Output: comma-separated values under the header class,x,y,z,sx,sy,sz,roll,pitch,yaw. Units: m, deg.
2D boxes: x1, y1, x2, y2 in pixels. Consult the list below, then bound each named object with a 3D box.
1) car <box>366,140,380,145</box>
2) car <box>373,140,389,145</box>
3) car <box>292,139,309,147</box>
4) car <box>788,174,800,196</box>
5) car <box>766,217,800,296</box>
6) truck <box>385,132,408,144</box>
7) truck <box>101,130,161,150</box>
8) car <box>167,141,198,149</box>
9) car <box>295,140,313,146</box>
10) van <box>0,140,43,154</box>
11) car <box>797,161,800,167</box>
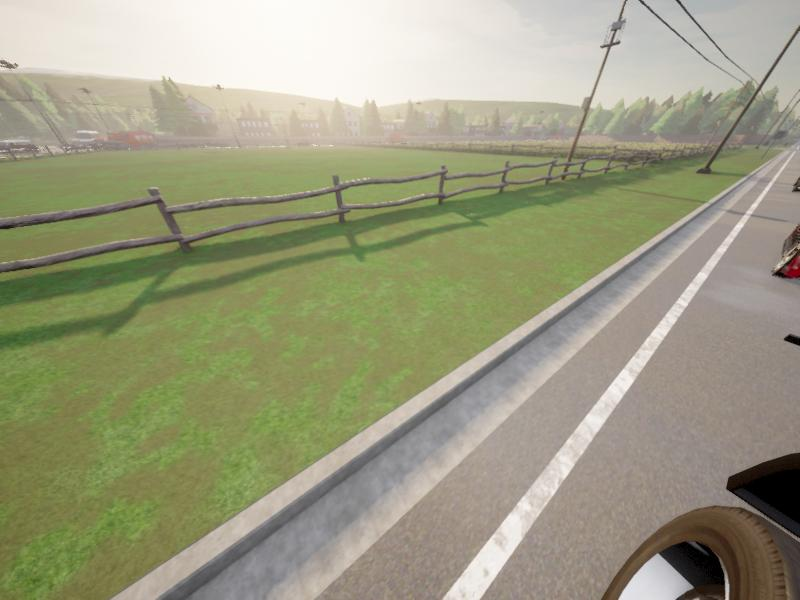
class,x,y,z,sx,sy,sz,roll,pitch,yaw
car,-10.053,-58.791,86.020,5.008,1.535,1.882,-22,41,-28
car,-6.962,-57.579,84.281,5.366,1.575,1.801,-22,41,-28
car,-29.365,-46.307,68.118,3.866,1.878,1.905,-22,41,-28
car,20.996,-5.978,10.882,5.027,1.651,2.152,-22,41,-28
car,8.981,-1.024,4.135,4.181,1.385,1.994,-22,41,-28
truck,-1.371,-63.206,90.247,8.468,3.827,2.891,-22,41,-28
truck,-66.174,-39.746,57.291,8.468,3.827,2.891,-22,41,-28
car,-54.155,-38.750,57.722,5.238,1.638,1.930,-22,41,-28
car,-32.025,-52.432,77.160,4.792,1.488,2.163,-22,41,-28
van,-69.510,-27.836,41.976,2.069,2.038,4.480,-4,35,-5
car,37.878,-12.735,20.507,4.792,1.488,2.163,-22,41,-28
